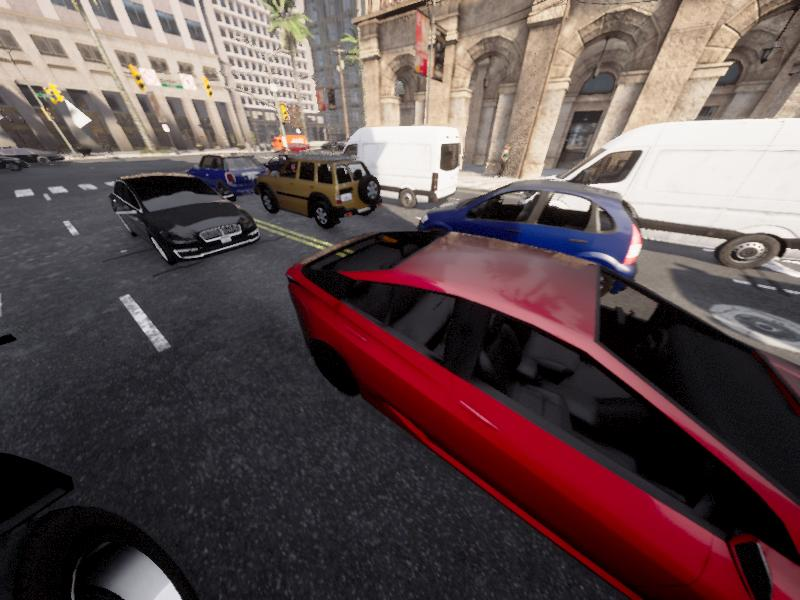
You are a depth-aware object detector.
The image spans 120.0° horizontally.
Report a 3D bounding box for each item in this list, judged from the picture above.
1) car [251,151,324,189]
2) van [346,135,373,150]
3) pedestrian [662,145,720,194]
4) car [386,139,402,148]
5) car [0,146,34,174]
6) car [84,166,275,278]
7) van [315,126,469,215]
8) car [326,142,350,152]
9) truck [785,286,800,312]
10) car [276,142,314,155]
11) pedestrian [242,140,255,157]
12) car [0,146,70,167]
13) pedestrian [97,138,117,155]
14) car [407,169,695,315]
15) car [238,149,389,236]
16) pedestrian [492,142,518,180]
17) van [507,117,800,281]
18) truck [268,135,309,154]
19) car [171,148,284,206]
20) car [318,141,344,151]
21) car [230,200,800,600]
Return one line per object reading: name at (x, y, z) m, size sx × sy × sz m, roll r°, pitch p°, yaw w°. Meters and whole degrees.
car at (-6.431, -7.541, 13.243) m, size 3.633 × 1.501 × 1.845 m, roll 23°, pitch 41°, yaw 28°
van at (-8.614, -34.205, 50.160) m, size 1.988 × 2.561 × 5.915 m, roll 22°, pitch 41°, yaw 28°
pedestrian at (13.058, -5.894, 10.460) m, size 0.751 × 1.860 × 0.751 m, roll 21°, pitch 40°, yaw 26°
car at (-1.600, -42.625, 62.854) m, size 2.185 × 1.767 × 4.553 m, roll 22°, pitch 41°, yaw 28°
car at (-29.774, -9.800, 16.203) m, size 1.851 × 1.617 × 3.988 m, roll 22°, pitch 41°, yaw 28°
car at (-5.596, -2.284, 5.818) m, size 4.892 × 1.490 × 1.837 m, roll 23°, pitch 41°, yaw 28°
van at (-0.563, -5.563, 9.605) m, size 5.915 × 2.561 × 1.988 m, roll 22°, pitch 41°, yaw 28°
car at (-11.352, -28.073, 42.394) m, size 1.970 × 1.475 × 3.806 m, roll 22°, pitch 41°, yaw 28°
truck at (8.021, 0.462, 1.176) m, size 5.204 × 2.467 × 2.627 m, roll 22°, pitch 41°, yaw 28°
car at (-16.495, -23.933, 36.475) m, size 2.163 × 1.488 × 4.792 m, roll 23°, pitch 41°, yaw 28°
pedestrian at (-20.291, -20.332, 30.963) m, size 0.751 × 1.860 × 0.751 m, roll 21°, pitch 40°, yaw 26°
car at (-34.487, -12.885, 20.733) m, size 2.033 × 1.411 × 5.357 m, roll 22°, pitch 41°, yaw 28°
pedestrian at (-37.535, -19.670, 29.628) m, size 0.751 × 1.860 × 0.751 m, roll 26°, pitch 43°, yaw 32°
car at (2.327, -1.523, 4.700) m, size 3.988 × 1.617 × 1.851 m, roll 22°, pitch 41°, yaw 28°
car at (-2.794, -3.737, 7.568) m, size 4.605 × 1.855 × 1.932 m, roll 22°, pitch 41°, yaw 28°
pedestrian at (6.264, -8.326, 13.860) m, size 0.751 × 1.860 × 0.751 m, roll -25°, pitch 42°, yaw -31°
van at (6.286, -2.749, 5.661) m, size 5.915 × 2.561 × 1.988 m, roll 22°, pitch 41°, yaw 28°
truck at (-18.554, -26.152, 38.751) m, size 2.627 × 2.467 × 5.204 m, roll 22°, pitch 41°, yaw 28°
car at (-7.750, -5.720, 10.418) m, size 4.553 × 1.767 × 2.097 m, roll 22°, pitch 41°, yaw 28°
car at (-14.397, -32.264, 48.319) m, size 2.163 × 1.488 × 4.792 m, roll 22°, pitch 41°, yaw 28°
car at (0.982, 0.425, 1.996) m, size 4.514 × 1.525 × 2.007 m, roll 22°, pitch 41°, yaw 28°
